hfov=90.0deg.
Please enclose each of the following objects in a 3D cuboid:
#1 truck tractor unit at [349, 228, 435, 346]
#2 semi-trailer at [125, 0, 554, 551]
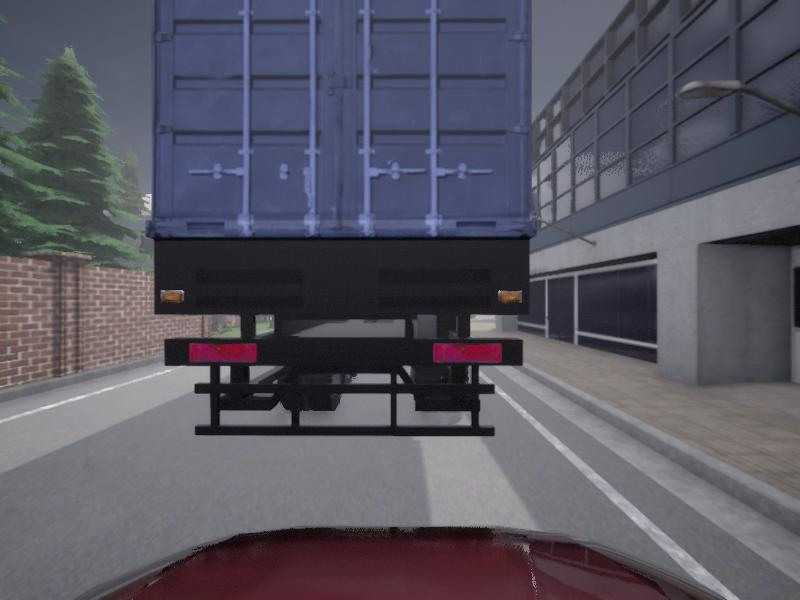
[{"bbox_3d":[-0.192,-0.499,17.569,3.053,4.208,6.516,0,0,2],"label":"truck tractor unit"},{"bbox_3d":[-0.312,-0.603,9.660,2.717,4.402,14.254,0,0,1],"label":"semi-trailer"}]
